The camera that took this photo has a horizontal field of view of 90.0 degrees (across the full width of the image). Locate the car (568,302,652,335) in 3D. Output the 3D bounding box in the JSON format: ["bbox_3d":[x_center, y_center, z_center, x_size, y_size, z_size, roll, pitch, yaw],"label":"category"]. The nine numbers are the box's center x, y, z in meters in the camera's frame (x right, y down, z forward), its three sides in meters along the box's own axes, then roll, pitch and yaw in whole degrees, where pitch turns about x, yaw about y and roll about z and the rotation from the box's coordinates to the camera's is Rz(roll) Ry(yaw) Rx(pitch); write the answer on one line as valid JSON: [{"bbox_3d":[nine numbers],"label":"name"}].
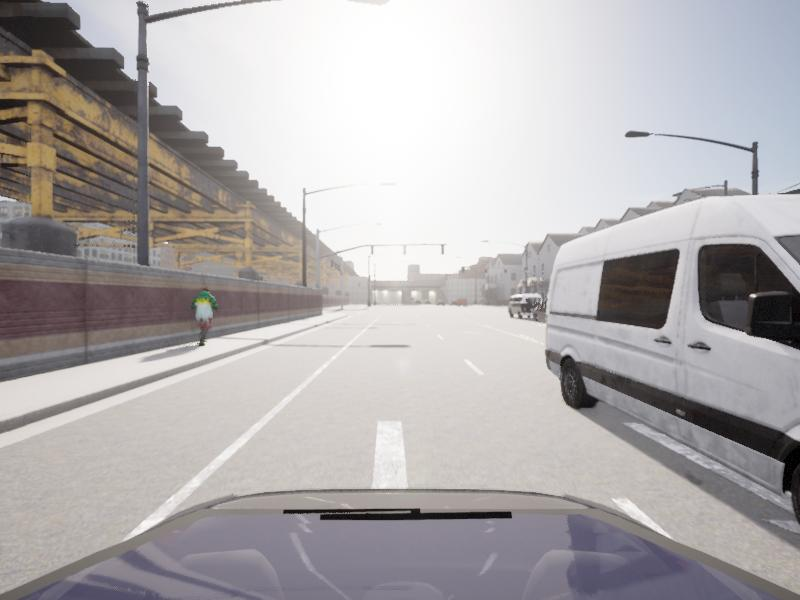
[{"bbox_3d":[10.420,0.842,20.292,1.812,1.442,4.674,0,0,0],"label":"car"}]

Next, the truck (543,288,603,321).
[{"bbox_3d":[13.767,0.313,32.249,2.627,2.467,5.204,0,0,1],"label":"truck"}]

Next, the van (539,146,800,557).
[{"bbox_3d":[3.481,0.315,4.177,1.988,2.561,5.915,0,0,0],"label":"van"}]

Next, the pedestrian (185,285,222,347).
[{"bbox_3d":[-6.048,0.467,12.362,0.751,1.860,0.751,0,0,3],"label":"pedestrian"}]

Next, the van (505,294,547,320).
[{"bbox_3d":[10.386,0.526,33.294,2.069,2.038,4.480,0,0,0],"label":"van"}]

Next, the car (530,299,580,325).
[{"bbox_3d":[10.408,0.751,27.153,1.851,1.617,3.988,0,0,0],"label":"car"}]
